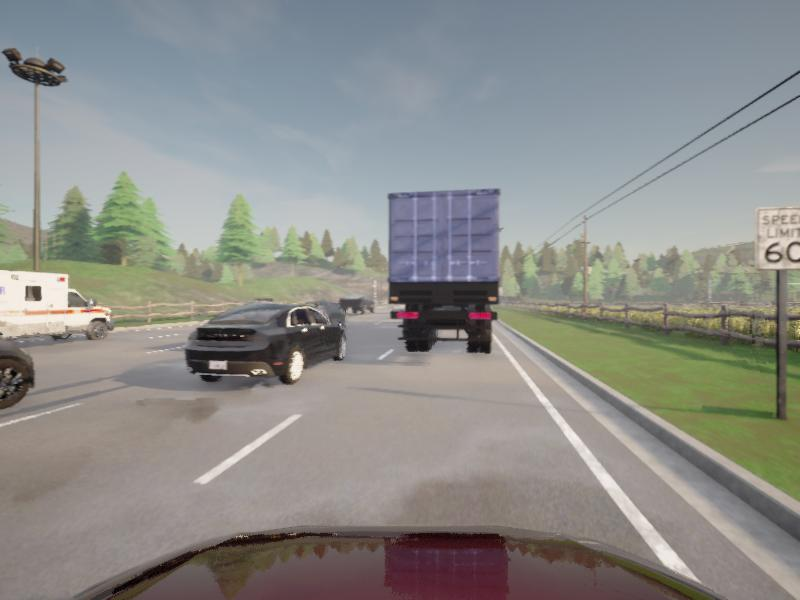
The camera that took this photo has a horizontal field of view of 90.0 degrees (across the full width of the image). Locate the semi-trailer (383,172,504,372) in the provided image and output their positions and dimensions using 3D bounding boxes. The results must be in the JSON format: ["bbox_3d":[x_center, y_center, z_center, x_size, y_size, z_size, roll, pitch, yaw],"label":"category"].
[{"bbox_3d":[2.085,-0.622,16.047,2.717,4.402,14.254,0,0,9],"label":"semi-trailer"}]

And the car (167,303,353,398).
[{"bbox_3d":[-2.616,0.834,8.988,1.837,1.490,4.892,0,0,9],"label":"car"}]

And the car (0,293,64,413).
[{"bbox_3d":[-6.913,0.742,4.365,2.242,1.667,4.611,0,0,9],"label":"car"}]

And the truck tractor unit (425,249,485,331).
[{"bbox_3d":[3.346,-0.529,23.862,3.053,4.208,6.516,0,0,9],"label":"truck tractor unit"}]

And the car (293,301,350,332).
[{"bbox_3d":[-4.122,0.809,21.567,1.845,1.501,3.633,0,0,9],"label":"car"}]

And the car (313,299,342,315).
[{"bbox_3d":[-7.731,0.751,43.032,1.851,1.617,3.988,0,0,9],"label":"car"}]

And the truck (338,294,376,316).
[{"bbox_3d":[-4.355,0.511,41.892,2.390,2.098,6.274,0,0,10],"label":"truck"}]

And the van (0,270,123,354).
[{"bbox_3d":[-12.624,0.347,12.853,2.351,2.431,6.366,0,0,9],"label":"van"}]

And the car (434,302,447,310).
[{"bbox_3d":[6.705,0.923,66.500,1.895,1.301,4.718,0,0,9],"label":"car"}]

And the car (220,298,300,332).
[{"bbox_3d":[-7.548,0.745,22.305,1.930,1.638,5.238,0,0,9],"label":"car"}]
